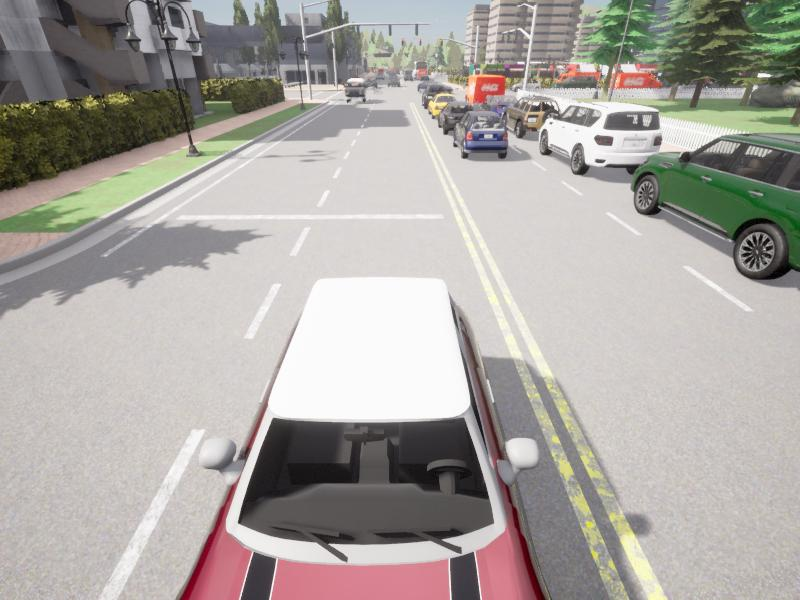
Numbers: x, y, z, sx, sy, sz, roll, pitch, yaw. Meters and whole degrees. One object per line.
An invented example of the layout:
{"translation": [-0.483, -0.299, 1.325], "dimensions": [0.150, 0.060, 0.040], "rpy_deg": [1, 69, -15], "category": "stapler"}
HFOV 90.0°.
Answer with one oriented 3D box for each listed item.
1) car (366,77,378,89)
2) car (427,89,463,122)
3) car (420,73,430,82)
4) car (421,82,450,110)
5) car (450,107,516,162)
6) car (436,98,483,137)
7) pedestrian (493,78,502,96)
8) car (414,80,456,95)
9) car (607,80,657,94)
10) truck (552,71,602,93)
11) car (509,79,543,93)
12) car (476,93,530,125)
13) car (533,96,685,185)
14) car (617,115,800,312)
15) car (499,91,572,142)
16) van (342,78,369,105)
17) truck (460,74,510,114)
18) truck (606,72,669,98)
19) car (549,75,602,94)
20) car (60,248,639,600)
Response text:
{"translation": [-4.524, -35.125, 64.628], "dimensions": [1.789, 1.549, 3.705], "rpy_deg": [0, 30, -1], "category": "car"}
{"translation": [2.982, -13.395, 27.397], "dimensions": [1.801, 1.575, 5.366], "rpy_deg": [0, 30, -1], "category": "car"}
{"translation": [5.608, -51.023, 91.788], "dimensions": [1.930, 1.638, 5.238], "rpy_deg": [0, 30, -1], "category": "car"}
{"translation": [2.900, -17.076, 33.406], "dimensions": [1.932, 1.855, 4.605], "rpy_deg": [0, 30, -1], "category": "car"}
{"translation": [3.139, -6.677, 15.917], "dimensions": [1.789, 1.549, 3.705], "rpy_deg": [0, 30, -1], "category": "car"}
{"translation": [3.062, -9.829, 21.393], "dimensions": [1.816, 1.474, 4.193], "rpy_deg": [0, 30, -1], "category": "car"}
{"translation": [11.614, -25.319, 47.493], "dimensions": [0.751, 1.860, 0.751], "rpy_deg": [3, 30, 5], "category": "pedestrian"}
{"translation": [4.429, -26.863, 50.567], "dimensions": [4.792, 1.488, 2.163], "rpy_deg": [20, 36, 30], "category": "car"}
{"translation": [29.861, -27.546, 51.686], "dimensions": [4.974, 1.542, 2.038], "rpy_deg": [-1, 30, -2], "category": "car"}
{"translation": [23.853, -29.602, 54.287], "dimensions": [5.204, 2.467, 2.627], "rpy_deg": [-1, 30, -2], "category": "truck"}
{"translation": [17.064, -29.145, 54.349], "dimensions": [3.988, 1.617, 1.851], "rpy_deg": [0, 30, 0], "category": "car"}
{"translation": [6.503, -12.431, 25.845], "dimensions": [2.163, 1.488, 4.792], "rpy_deg": [0, 30, -1], "category": "car"}
{"translation": [6.665, -5.727, 13.802], "dimensions": [2.150, 2.045, 5.566], "rpy_deg": [0, 30, -1], "category": "car"}
{"translation": [6.756, -2.046, 7.495], "dimensions": [2.150, 2.045, 5.566], "rpy_deg": [0, 30, -1], "category": "car"}
{"translation": [6.580, -9.310, 20.105], "dimensions": [1.932, 1.855, 4.605], "rpy_deg": [0, 30, -1], "category": "car"}
{"translation": [-4.164, -19.817, 37.945], "dimensions": [2.069, 2.038, 4.480], "rpy_deg": [0, 30, -1], "category": "van"}
{"translation": [6.428, -16.073, 31.103], "dimensions": [2.627, 2.467, 5.204], "rpy_deg": [0, 30, -1], "category": "truck"}
{"translation": [27.016, -24.599, 45.704], "dimensions": [5.204, 2.467, 2.627], "rpy_deg": [-1, 30, -2], "category": "truck"}
{"translation": [22.415, -27.630, 51.319], "dimensions": [5.566, 2.045, 2.150], "rpy_deg": [-1, 30, -2], "category": "car"}
{"translation": [-0.172, 1.064, 2.755], "dimensions": [1.970, 1.475, 3.806], "rpy_deg": [0, 30, 0], "category": "car"}
